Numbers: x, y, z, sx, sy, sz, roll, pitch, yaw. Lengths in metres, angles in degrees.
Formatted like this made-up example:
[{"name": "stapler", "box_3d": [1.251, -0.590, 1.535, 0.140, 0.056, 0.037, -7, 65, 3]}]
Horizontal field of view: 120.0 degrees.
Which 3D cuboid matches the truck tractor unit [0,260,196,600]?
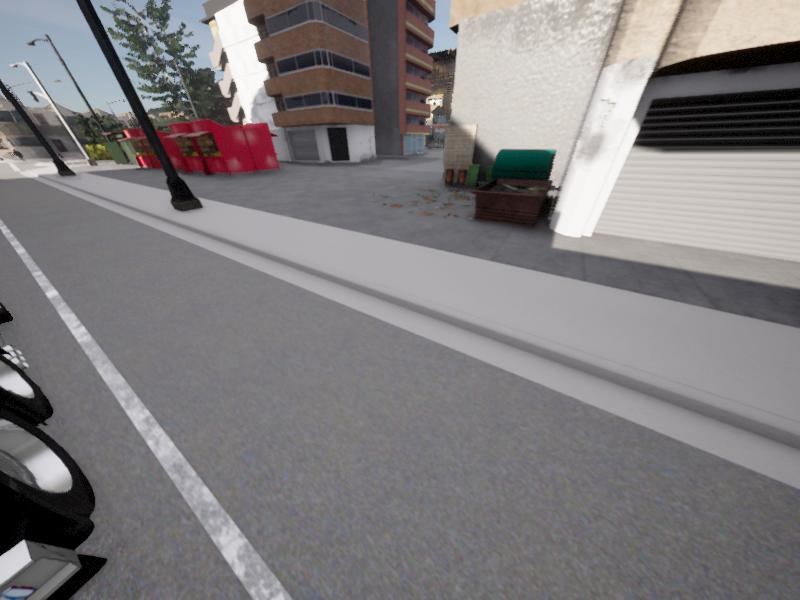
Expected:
[{"name": "truck tractor unit", "box_3d": [-5.106, -0.305, 0.790, 6.516, 4.208, 3.053, 19, 39, 24]}]
